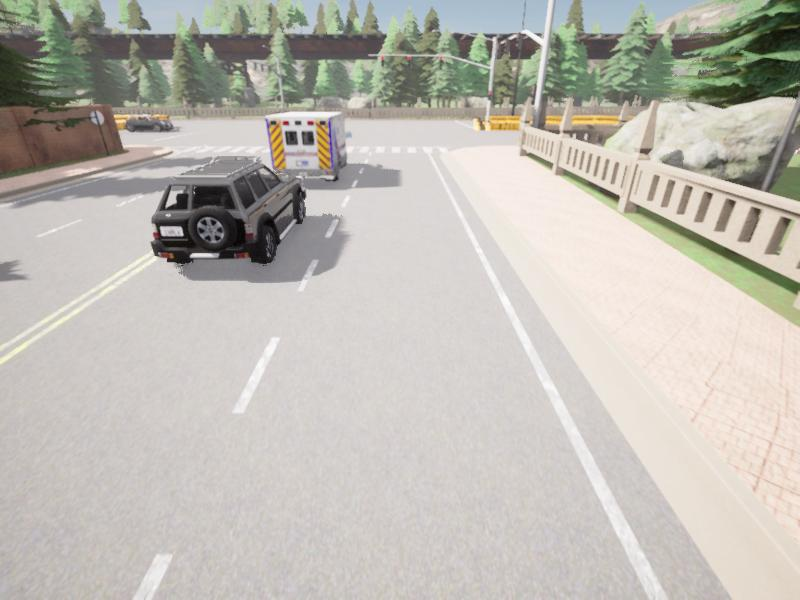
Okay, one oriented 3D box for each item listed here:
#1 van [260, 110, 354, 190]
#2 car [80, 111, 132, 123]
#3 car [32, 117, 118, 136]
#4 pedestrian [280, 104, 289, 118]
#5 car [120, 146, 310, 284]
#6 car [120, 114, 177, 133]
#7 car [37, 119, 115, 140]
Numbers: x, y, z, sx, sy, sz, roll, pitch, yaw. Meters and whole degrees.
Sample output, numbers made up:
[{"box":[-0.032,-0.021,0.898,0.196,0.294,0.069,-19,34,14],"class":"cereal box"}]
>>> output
[{"box":[-3.507,-6.507,16.778,2.351,2.431,6.366,0,27,0],"class":"van"},{"box":[-36.688,-22.860,50.012,4.718,1.301,1.895,0,27,0],"class":"car"},{"box":[-27.790,-14.931,34.373,5.357,1.411,2.033,0,27,0],"class":"car"},{"box":[-16.548,-27.097,57.371,0.751,1.860,0.751,1,27,1],"class":"pedestrian"},{"box":[-3.501,-2.160,8.855,1.932,1.855,4.605,0,27,0],"class":"car"},{"box":[-23.465,-16.545,37.462,3.806,1.475,1.970,0,27,0],"class":"car"},{"box":[-25.205,-13.324,31.256,4.181,1.385,1.994,0,27,0],"class":"car"}]
